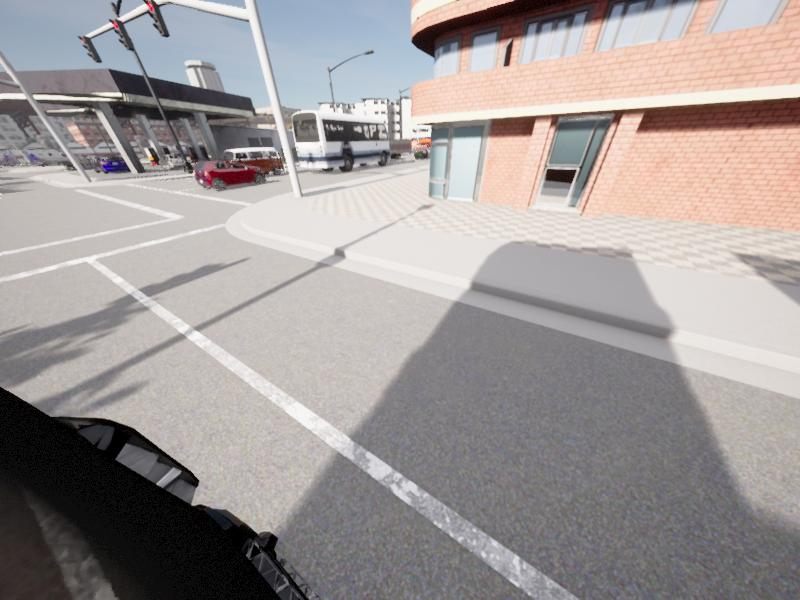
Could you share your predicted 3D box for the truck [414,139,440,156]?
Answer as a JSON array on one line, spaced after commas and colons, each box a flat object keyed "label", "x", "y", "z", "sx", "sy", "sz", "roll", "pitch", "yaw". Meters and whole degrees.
[{"label": "truck", "x": 4.928, "y": -27.650, "z": 41.889, "sx": 2.627, "sy": 2.467, "sz": 5.204, "roll": 16, "pitch": 38, "yaw": 24}]

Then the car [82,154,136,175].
[{"label": "car", "x": -30.909, "y": -14.478, "z": 24.569, "sx": 4.611, "sy": 1.667, "sz": 2.242, "roll": 18, "pitch": 39, "yaw": 26}]

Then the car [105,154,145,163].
[{"label": "car", "x": -61.159, "y": -31.638, "z": 51.454, "sx": 2.033, "sy": 1.411, "sz": 5.357, "roll": 18, "pitch": 39, "yaw": 26}]

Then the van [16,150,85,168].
[{"label": "van", "x": -63.608, "y": -25.938, "z": 42.284, "sx": 2.351, "sy": 2.431, "sz": 6.366, "roll": 18, "pitch": 39, "yaw": 26}]

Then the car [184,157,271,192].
[{"label": "car", "x": -10.478, "y": -7.874, "z": 14.358, "sx": 1.845, "sy": 1.501, "sz": 3.633, "roll": 17, "pitch": 39, "yaw": 25}]

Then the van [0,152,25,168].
[{"label": "van", "x": -75.746, "y": -25.826, "z": 42.632, "sx": 2.351, "sy": 2.431, "sz": 6.366, "roll": 18, "pitch": 39, "yaw": 26}]

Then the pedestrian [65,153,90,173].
[{"label": "pedestrian", "x": -34.387, "y": -14.603, "z": 24.626, "sx": 0.751, "sy": 1.860, "sz": 0.751, "roll": 24, "pitch": 42, "yaw": 32}]

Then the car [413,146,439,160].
[{"label": "car", "x": 4.013, "y": -22.135, "z": 34.658, "sx": 2.038, "sy": 1.542, "sz": 4.974, "roll": 16, "pitch": 38, "yaw": 24}]

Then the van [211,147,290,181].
[{"label": "van", "x": -11.666, "y": -10.929, "z": 18.438, "sx": 2.069, "sy": 2.038, "sz": 4.480, "roll": 17, "pitch": 38, "yaw": 25}]

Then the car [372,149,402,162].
[{"label": "car", "x": -1.717, "y": -20.459, "z": 32.653, "sx": 1.895, "sy": 1.301, "sz": 4.718, "roll": 17, "pitch": 38, "yaw": 25}]

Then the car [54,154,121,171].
[{"label": "car", "x": -43.748, "y": -19.417, "z": 32.590, "sx": 1.930, "sy": 1.638, "sz": 5.238, "roll": 7, "pitch": 35, "yaw": 12}]

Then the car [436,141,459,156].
[{"label": "car", "x": 8.430, "y": -26.714, "z": 40.731, "sx": 2.150, "sy": 2.045, "sz": 5.566, "roll": 16, "pitch": 38, "yaw": 24}]

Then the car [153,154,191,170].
[{"label": "car", "x": -28.604, "y": -17.386, "z": 29.023, "sx": 3.806, "sy": 1.475, "sz": 1.970, "roll": 18, "pitch": 39, "yaw": 26}]

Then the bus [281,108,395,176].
[{"label": "bus", "x": -4.883, "y": -14.807, "z": 21.871, "sx": 3.944, "sy": 4.253, "sz": 10.273, "roll": 17, "pitch": 38, "yaw": 25}]
